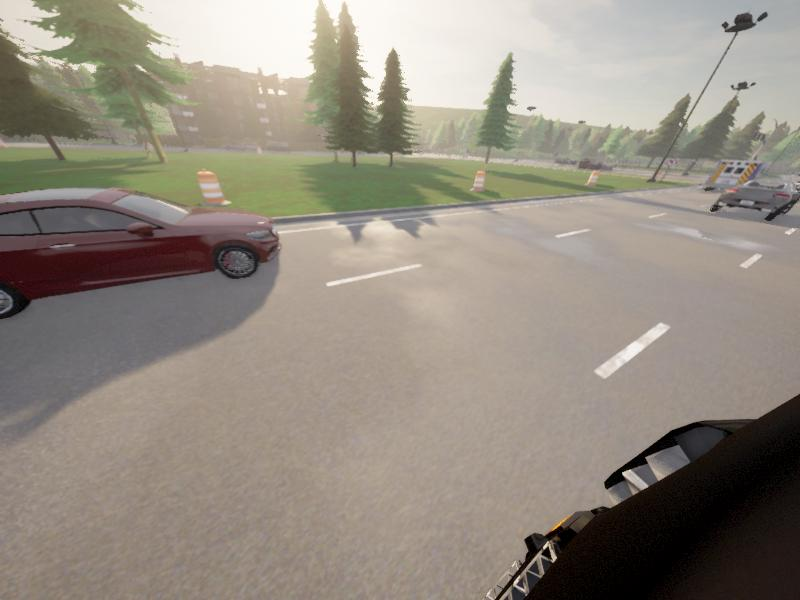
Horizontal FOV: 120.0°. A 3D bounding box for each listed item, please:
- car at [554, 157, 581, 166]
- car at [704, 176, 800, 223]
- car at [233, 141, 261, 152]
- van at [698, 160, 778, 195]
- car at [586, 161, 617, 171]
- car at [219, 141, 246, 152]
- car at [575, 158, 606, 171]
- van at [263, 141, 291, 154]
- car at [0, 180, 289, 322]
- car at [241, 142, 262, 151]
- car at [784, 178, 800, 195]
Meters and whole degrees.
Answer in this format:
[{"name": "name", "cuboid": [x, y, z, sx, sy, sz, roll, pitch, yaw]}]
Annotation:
[{"name": "car", "cuboid": [44.031, -36.556, 60.945, 1.930, 1.638, 5.238, -15, 37, -25]}, {"name": "car", "cuboid": [18.777, -5.367, 12.026, 5.027, 1.651, 2.152, -15, 38, -25]}, {"name": "car", "cuboid": [-32.396, -32.533, 48.993, 4.611, 1.667, 2.242, -15, 38, -25]}, {"name": "van", "cuboid": [30.490, -11.121, 20.867, 6.366, 2.431, 2.351, -15, 38, -25]}, {"name": "car", "cuboid": [40.410, -26.965, 46.462, 1.994, 1.385, 4.181, -15, 37, -25]}, {"name": "car", "cuboid": [-32.846, -30.171, 45.456, 3.988, 1.617, 1.851, -15, 38, -25]}, {"name": "car", "cuboid": [37.178, -26.543, 45.106, 1.905, 1.878, 3.866, -15, 37, -25]}, {"name": "van", "cuboid": [-24.422, -30.403, 46.112, 4.442, 1.987, 1.775, -15, 38, -25]}, {"name": "car", "cuboid": [-4.688, -1.072, 3.914, 4.674, 1.442, 1.812, -15, 38, -25]}, {"name": "car", "cuboid": [-33.340, -34.447, 51.897, 3.705, 1.549, 1.789, -15, 38, -25]}, {"name": "car", "cuboid": [40.360, -11.148, 22.689, 4.718, 1.301, 1.895, -15, 38, -25]}]
